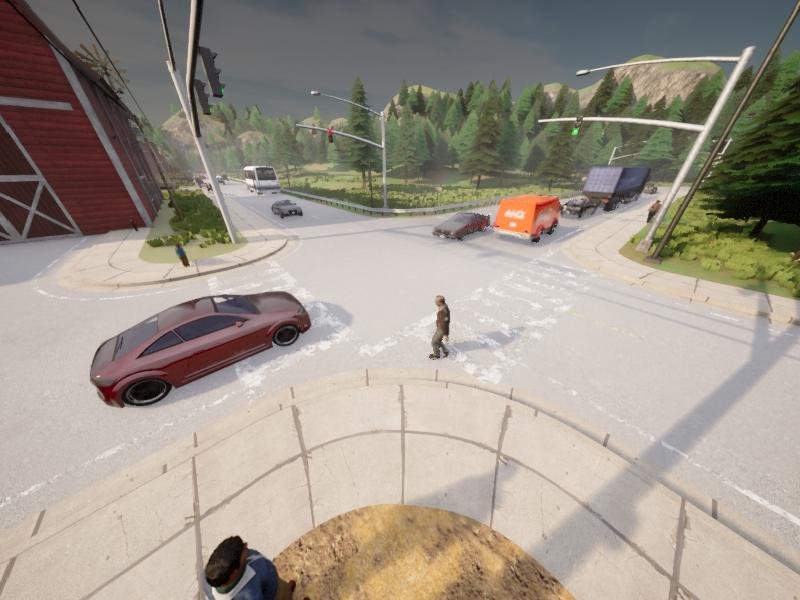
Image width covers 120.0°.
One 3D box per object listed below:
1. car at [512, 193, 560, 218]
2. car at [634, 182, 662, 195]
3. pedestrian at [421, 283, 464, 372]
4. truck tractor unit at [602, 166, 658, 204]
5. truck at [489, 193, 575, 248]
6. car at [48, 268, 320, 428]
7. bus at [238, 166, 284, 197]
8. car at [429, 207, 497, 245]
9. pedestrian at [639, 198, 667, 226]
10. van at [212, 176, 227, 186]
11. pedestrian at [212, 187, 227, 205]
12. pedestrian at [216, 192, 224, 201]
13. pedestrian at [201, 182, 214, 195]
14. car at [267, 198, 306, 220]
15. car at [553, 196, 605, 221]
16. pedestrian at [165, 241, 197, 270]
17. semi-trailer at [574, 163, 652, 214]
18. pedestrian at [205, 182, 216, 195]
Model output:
[{"bbox_3d":[13.665,-9.546,23.160,4.611,1.667,2.242,-23,37,-34],"label":"car"},{"bbox_3d":[43.758,-19.712,40.766,4.611,1.667,2.242,-22,36,-33],"label":"car"},{"bbox_3d":[0.950,0.638,5.303,0.751,1.860,0.751,6,31,11],"label":"pedestrian"},{"bbox_3d":[31.274,-15.794,31.425,6.516,4.208,3.053,-23,37,-33],"label":"truck tractor unit"},{"bbox_3d":[8.730,-5.477,15.317,5.204,2.467,2.627,-23,37,-34],"label":"truck"},{"bbox_3d":[-4.525,0.679,5.750,4.181,1.385,1.994,-25,38,-36],"label":"car"},{"bbox_3d":[-24.512,-20.990,40.454,3.944,4.253,10.273,-22,37,-33],"label":"bus"},{"bbox_3d":[4.514,-5.350,16.181,2.033,1.411,5.357,26,39,37],"label":"car"},{"bbox_3d":[19.698,-6.867,17.975,0.751,1.860,0.751,-22,37,-33],"label":"pedestrian"},{"bbox_3d":[-46.259,-30.558,59.241,2.069,2.038,4.480,-22,37,-33],"label":"van"},{"bbox_3d":[-21.638,-12.444,27.689,0.751,1.860,0.751,-26,39,-37],"label":"pedestrian"},{"bbox_3d":[-24.018,-13.795,30.789,0.500,1.100,0.500,-25,39,-37],"label":"pedestrian"},{"bbox_3d":[-30.953,-17.937,37.203,0.751,1.860,0.751,14,33,23],"label":"pedestrian"},{"bbox_3d":[-11.084,-8.948,22.479,1.994,1.385,4.181,-22,37,-33],"label":"car"},{"bbox_3d":[17.211,-8.875,22.156,4.902,1.511,2.128,-21,36,-31],"label":"car"},{"bbox_3d":[-9.681,-1.971,10.255,0.500,1.100,0.500,9,31,15],"label":"pedestrian"},{"bbox_3d":[25.205,-13.338,26.979,14.254,4.402,2.717,-23,37,-34],"label":"semi-trailer"},{"bbox_3d":[-31.214,-18.435,38.065,0.751,1.860,0.751,-23,37,-35],"label":"pedestrian"}]
